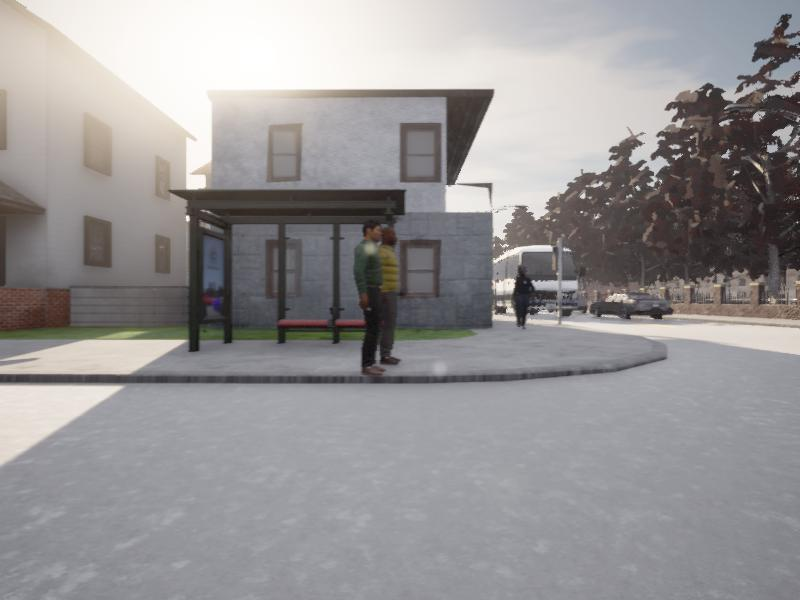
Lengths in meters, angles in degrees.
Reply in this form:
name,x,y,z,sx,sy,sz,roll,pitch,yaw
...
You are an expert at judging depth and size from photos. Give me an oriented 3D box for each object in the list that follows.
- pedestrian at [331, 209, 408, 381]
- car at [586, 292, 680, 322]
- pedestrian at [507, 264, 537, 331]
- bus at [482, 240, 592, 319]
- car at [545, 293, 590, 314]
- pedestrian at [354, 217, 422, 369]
name,x,y,z,sx,sy,sz,roll,pitch,yaw
pedestrian,-0.329,-0.055,4.749,0.751,1.860,0.751,0,0,10
car,12.182,0.312,21.465,2.033,1.411,5.357,0,0,1
pedestrian,3.531,-0.071,11.563,0.751,1.860,0.751,0,0,22
bus,8.447,-1.122,26.661,3.944,4.253,10.273,0,0,1
car,12.383,0.244,29.795,1.845,1.501,3.633,0,0,0
pedestrian,-0.140,-0.085,5.331,0.751,1.860,0.751,0,0,12
